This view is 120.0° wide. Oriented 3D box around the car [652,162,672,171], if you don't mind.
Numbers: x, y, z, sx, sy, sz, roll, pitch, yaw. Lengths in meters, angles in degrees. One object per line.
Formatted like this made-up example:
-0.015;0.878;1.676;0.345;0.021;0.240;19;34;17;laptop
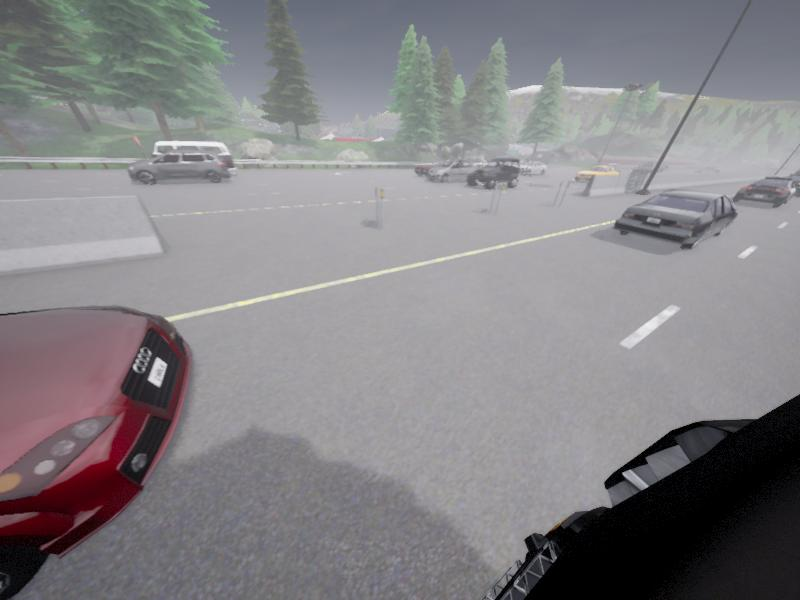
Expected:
61.274;-31.258;54.022;3.705;1.549;1.789;-16;38;-26;car

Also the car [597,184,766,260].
9.319;-2.830;7.630;5.357;1.411;2.033;-16;38;-26;car

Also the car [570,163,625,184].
19.563;-12.546;22.869;5.366;1.575;1.801;-16;38;-26;car

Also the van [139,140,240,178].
-14.043;-9.721;15.931;4.480;2.038;2.069;-16;38;-26;van

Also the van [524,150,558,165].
31.448;-32.027;51.927;1.988;2.561;5.915;-16;38;-26;van

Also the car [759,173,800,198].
33.788;-9.951;19.922;4.974;1.542;2.038;-16;38;-26;car

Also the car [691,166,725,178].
53.074;-22.115;39.825;5.027;1.651;2.152;-16;38;-26;car

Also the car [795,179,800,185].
55.863;-16.316;31.049;4.514;1.525;2.007;-16;38;-26;car

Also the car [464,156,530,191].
6.803;-8.991;16.350;3.866;1.878;1.905;-16;38;-26;car

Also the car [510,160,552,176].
15.748;-15.842;27.738;4.674;1.442;1.812;-16;38;-26;car

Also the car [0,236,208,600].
-3.804;0.966;1.026;4.181;1.385;1.994;-16;38;-26;car

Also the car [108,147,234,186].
-12.635;-7.746;13.370;4.611;1.667;2.242;-16;38;-26;car

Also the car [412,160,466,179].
3.696;-12.304;21.707;4.718;1.301;1.895;-16;38;-26;car

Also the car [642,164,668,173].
49.534;-25.535;44.804;4.718;1.301;1.895;-16;38;-26;car

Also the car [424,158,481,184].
4.169;-10.343;18.483;3.988;1.617;1.851;-16;38;-26;car

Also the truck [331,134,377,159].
-9.180;-31.153;47.118;8.468;3.827;2.891;-13;36;-22;truck

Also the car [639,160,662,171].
55.282;-29.654;50.918;3.866;1.878;1.905;-16;38;-26;car

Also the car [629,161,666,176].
37.995;-20.179;35.472;4.553;1.767;2.097;-16;38;-26;car

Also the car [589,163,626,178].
26.874;-16.840;29.960;3.806;1.475;1.970;-16;38;-26;car

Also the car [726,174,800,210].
23.835;-7.071;14.912;4.974;1.542;2.038;-17;38;-25;car

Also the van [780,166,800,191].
43.763;-13.207;24.613;5.915;2.561;1.988;-17;38;-26;van
